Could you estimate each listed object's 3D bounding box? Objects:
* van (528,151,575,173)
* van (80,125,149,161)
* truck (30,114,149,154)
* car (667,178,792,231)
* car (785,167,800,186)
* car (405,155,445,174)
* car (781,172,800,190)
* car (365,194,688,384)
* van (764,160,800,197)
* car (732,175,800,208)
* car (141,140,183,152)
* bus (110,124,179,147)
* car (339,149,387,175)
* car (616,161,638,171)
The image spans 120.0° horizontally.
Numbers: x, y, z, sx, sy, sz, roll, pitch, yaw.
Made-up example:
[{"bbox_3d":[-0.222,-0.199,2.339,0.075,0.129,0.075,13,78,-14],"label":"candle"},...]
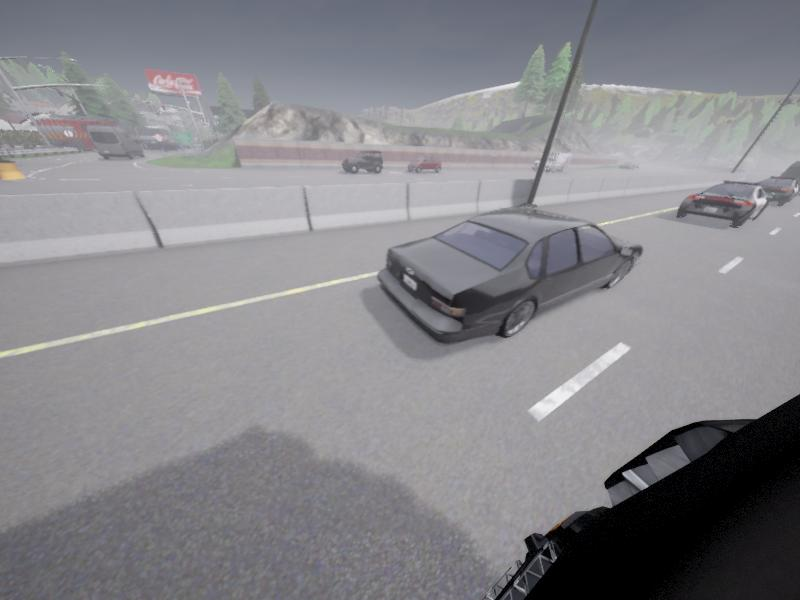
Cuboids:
[{"bbox_3d":[22.440,-20.403,34.191,6.366,2.431,2.351,-16,38,-26],"label":"van"},{"bbox_3d":[-27.158,-15.155,22.363,1.988,2.561,5.915,-16,38,-26],"label":"van"},{"bbox_3d":[-39.680,-21.445,30.072,8.468,3.827,2.891,-4,34,-9],"label":"truck"},{"bbox_3d":[14.642,-4.413,10.267,4.974,1.542,2.038,-16,38,-26],"label":"car"},{"bbox_3d":[53.121,-16.099,30.144,5.566,2.045,2.150,-20,40,-31],"label":"car"},{"bbox_3d":[2.666,-14.356,24.467,3.705,1.549,1.789,-16,38,-26],"label":"car"},{"bbox_3d":[45.194,-13.293,25.822,4.514,1.525,2.007,-17,38,-27],"label":"car"},{"bbox_3d":[2.307,-0.810,4.086,5.357,1.411,2.033,-16,38,-26],"label":"car"},{"bbox_3d":[35.875,-10.929,20.679,5.915,2.561,1.988,-16,38,-26],"label":"van"},{"bbox_3d":[25.288,-7.473,15.636,4.974,1.542,2.038,-16,38,-26],"label":"car"},{"bbox_3d":[-38.919,-25.298,37.968,1.882,1.535,5.008,0,34,-4],"label":"car"},{"bbox_3d":[-61.780,-40.045,56.444,10.273,4.253,3.944,-28,44,-34],"label":"bus"},{"bbox_3d":[-3.326,-12.774,21.350,3.866,1.878,1.905,-16,38,-26],"label":"car"},{"bbox_3d":[48.147,-28.469,48.982,5.008,1.535,1.882,-22,41,-32],"label":"car"}]
